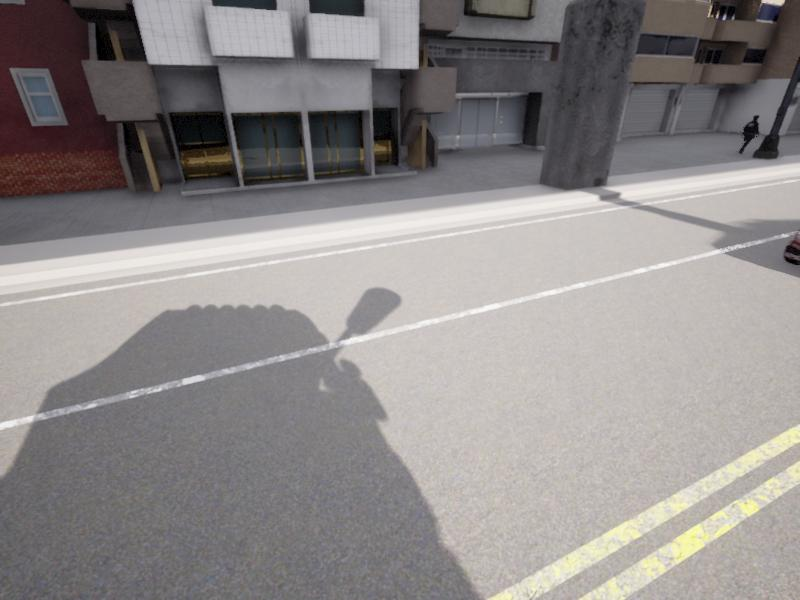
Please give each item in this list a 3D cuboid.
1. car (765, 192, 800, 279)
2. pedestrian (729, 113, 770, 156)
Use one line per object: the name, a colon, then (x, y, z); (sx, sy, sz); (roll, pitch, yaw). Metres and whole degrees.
car: (9.466, -1.319, 7.430); (4.674, 1.442, 1.812); (-12, 30, -21)
pedestrian: (17.231, -8.177, 19.774); (0.751, 1.860, 0.751); (-12, 29, -21)
